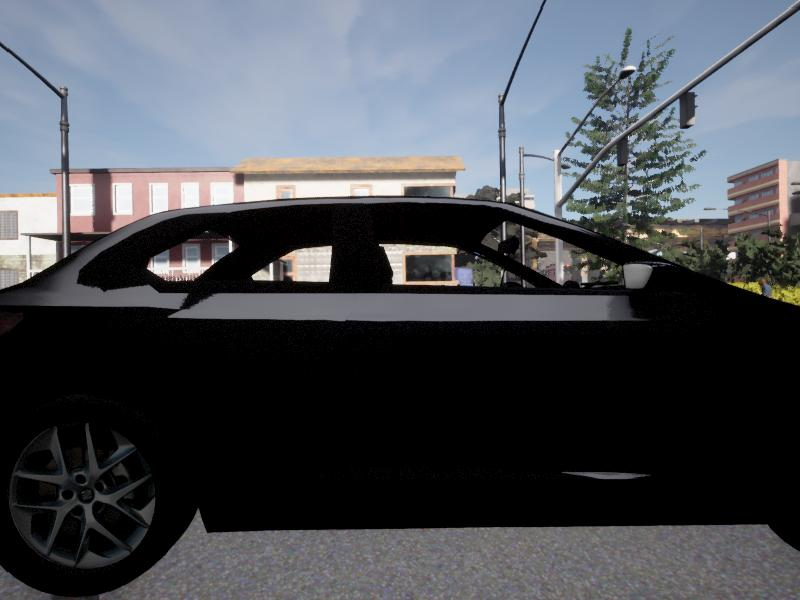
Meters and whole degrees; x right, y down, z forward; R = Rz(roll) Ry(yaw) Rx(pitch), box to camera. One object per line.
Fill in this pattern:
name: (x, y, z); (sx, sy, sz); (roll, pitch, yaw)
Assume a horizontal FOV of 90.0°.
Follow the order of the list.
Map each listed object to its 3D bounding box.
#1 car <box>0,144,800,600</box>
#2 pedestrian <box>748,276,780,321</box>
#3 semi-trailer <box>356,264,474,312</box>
car: (0.342, 0.254, 2.184); (4.193, 1.474, 1.816); (0, 0, -1)
pedestrian: (15.464, -0.055, 17.002); (0.751, 1.860, 0.751); (-1, 0, -26)
semi-trailer: (1.061, -1.035, 42.701); (14.254, 4.402, 2.717); (-1, 0, 43)
